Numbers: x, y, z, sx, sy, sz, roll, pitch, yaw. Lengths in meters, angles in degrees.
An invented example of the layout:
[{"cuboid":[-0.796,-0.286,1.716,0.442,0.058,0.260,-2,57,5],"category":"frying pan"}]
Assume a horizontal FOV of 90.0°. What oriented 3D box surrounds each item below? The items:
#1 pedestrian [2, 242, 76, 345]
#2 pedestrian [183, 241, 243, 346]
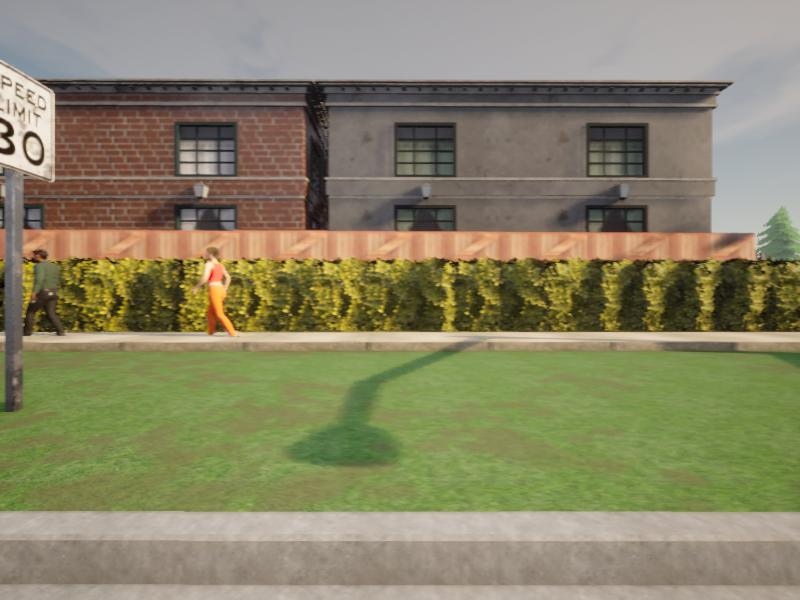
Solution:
[{"cuboid":[-6.873,-0.117,7.652,0.751,1.860,0.751,0,0,-1],"category":"pedestrian"},{"cuboid":[-3.474,-0.116,7.491,0.751,1.860,0.751,0,0,4],"category":"pedestrian"}]
